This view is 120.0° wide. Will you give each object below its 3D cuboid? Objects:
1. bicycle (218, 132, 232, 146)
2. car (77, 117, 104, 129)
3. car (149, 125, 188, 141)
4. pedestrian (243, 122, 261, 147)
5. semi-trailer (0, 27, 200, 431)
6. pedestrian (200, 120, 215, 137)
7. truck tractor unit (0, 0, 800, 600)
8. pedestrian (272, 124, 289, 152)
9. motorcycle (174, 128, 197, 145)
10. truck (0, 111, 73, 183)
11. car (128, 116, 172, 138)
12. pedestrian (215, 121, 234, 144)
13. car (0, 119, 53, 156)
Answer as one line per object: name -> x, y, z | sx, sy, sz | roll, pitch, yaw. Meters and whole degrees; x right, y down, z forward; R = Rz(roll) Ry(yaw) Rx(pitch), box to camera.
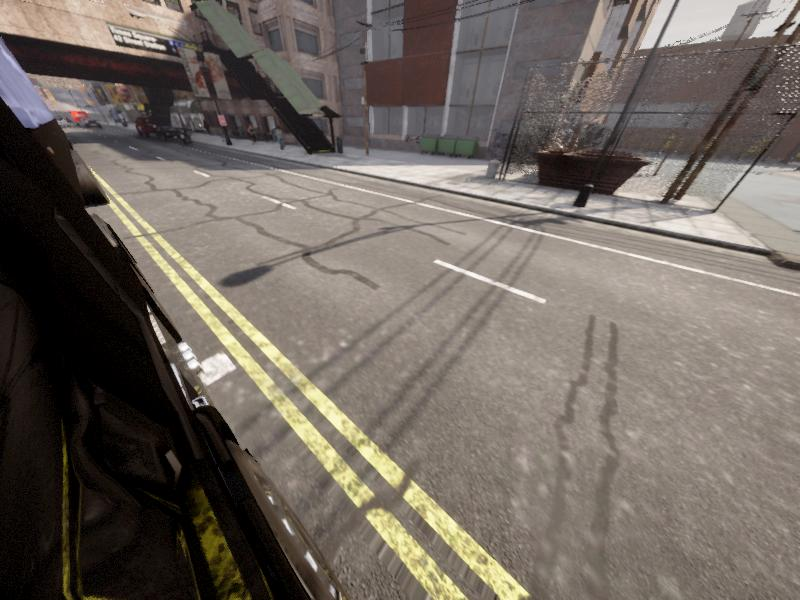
bicycle -> -17.053, -15.728, 22.545 | 1.643, 1.024, 0.373 | 27, 33, 29
car -> -56.110, -32.146, 41.849 | 4.974, 1.542, 2.038 | 27, 43, 29
car -> -27.002, -19.442, 26.923 | 4.718, 1.301, 1.895 | 27, 43, 29
pedestrian -> -14.211, -15.904, 22.246 | 0.751, 1.860, 0.751 | 30, 44, 31
semi-trailer -> -8.628, -3.647, 4.303 | 14.254, 4.402, 2.717 | 29, 44, 31
pedestrian -> -26.738, -23.854, 32.106 | 0.751, 1.860, 0.751 | 22, 41, 23
truck tractor unit -> -2.645, -0.295, 0.351 | 6.516, 4.208, 3.053 | 28, 44, 30
pedestrian -> -10.110, -13.685, 19.534 | 0.751, 1.860, 0.751 | -20, 42, -28
motorcycle -> -21.938, -16.799, 23.688 | 0.764, 1.277, 2.356 | -11, 39, -18
truck -> -16.811, -6.685, 9.795 | 6.274, 2.098, 2.390 | 27, 43, 29
car -> -32.763, -22.672, 30.271 | 5.566, 2.045, 2.435 | 27, 43, 29
pedestrian -> -18.254, -17.448, 24.056 | 0.751, 1.860, 0.751 | 26, 43, 28
car -> -24.424, -10.407, 14.678 | 5.238, 1.638, 1.930 | 27, 43, 29
